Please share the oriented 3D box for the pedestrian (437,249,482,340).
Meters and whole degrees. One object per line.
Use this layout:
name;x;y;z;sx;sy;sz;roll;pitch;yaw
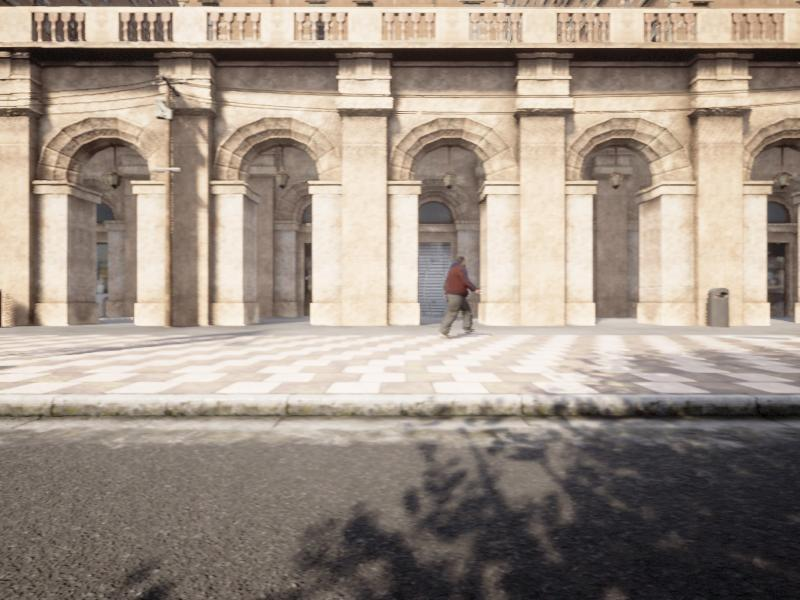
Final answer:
pedestrian;1.267;-0.115;8.660;0.751;1.860;0.751;0;0;-11
